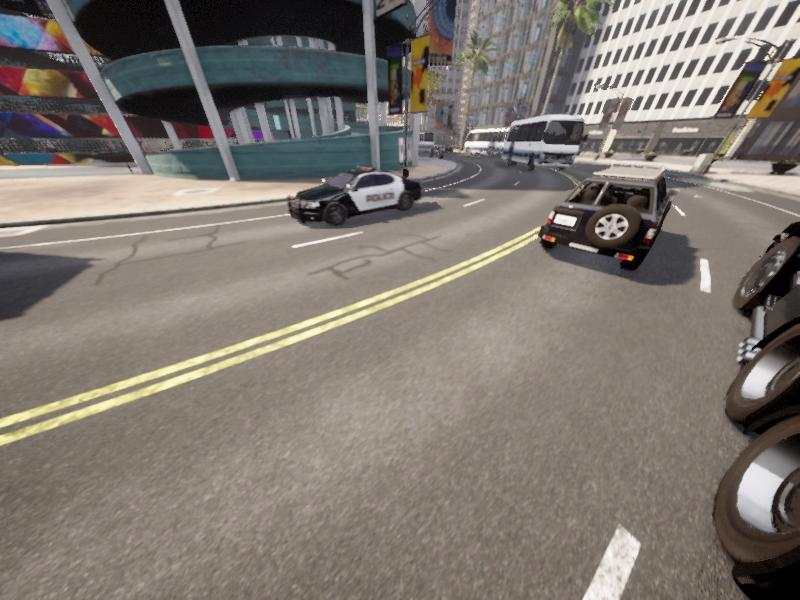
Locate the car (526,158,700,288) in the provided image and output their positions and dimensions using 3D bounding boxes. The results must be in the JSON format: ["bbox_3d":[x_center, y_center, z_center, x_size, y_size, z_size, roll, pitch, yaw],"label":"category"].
[{"bbox_3d":[5.383,-2.296,5.768,4.605,1.855,1.932,-28,44,-34],"label":"car"}]

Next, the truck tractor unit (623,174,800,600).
[{"bbox_3d":[4.948,-0.436,0.985,6.516,4.208,3.053,-24,42,-31],"label":"truck tractor unit"}]

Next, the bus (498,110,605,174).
[{"bbox_3d":[13.933,-15.683,23.188,3.944,4.253,10.273,3,34,1],"label":"bus"}]

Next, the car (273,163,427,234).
[{"bbox_3d":[-1.529,-3.994,8.533,4.974,1.542,2.038,-26,42,-33],"label":"car"}]

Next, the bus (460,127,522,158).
[{"bbox_3d":[16.609,-29.668,43.554,3.944,4.253,10.273,-18,39,-24],"label":"bus"}]
